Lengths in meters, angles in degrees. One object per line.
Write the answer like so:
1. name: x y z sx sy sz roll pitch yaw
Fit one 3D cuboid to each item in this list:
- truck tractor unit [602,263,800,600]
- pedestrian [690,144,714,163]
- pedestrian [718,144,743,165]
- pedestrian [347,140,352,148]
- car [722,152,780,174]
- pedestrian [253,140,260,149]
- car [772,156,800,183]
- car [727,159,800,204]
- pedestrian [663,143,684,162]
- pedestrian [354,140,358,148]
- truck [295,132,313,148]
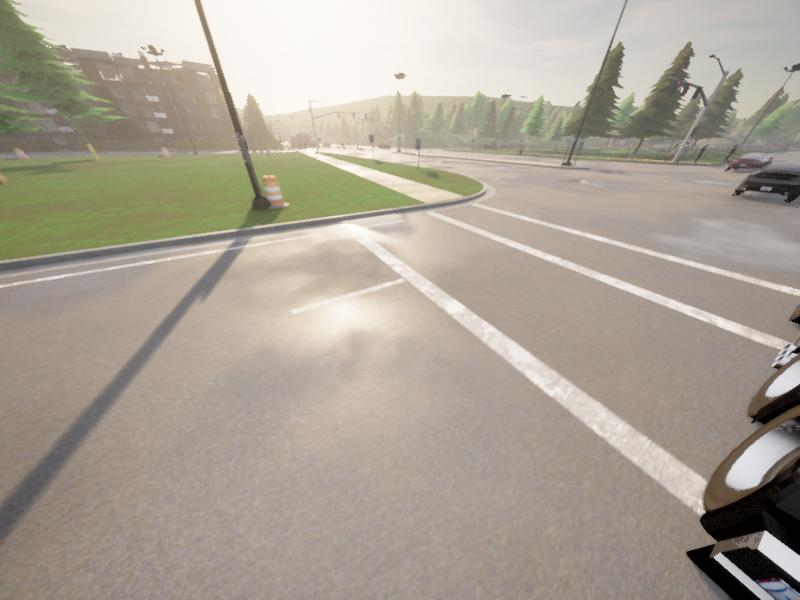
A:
1. truck tractor unit: 5.106 -0.305 0.783 6.516 4.208 3.053 -18 39 -24
2. pedestrian: 35.077 -17.054 26.878 0.751 1.860 0.751 -15 38 -21
3. pedestrian: 36.451 -16.074 25.492 0.751 1.860 0.751 -22 41 -29
4. pedestrian: -14.800 -45.810 67.807 0.751 1.860 0.751 -23 41 -30
5. car: 31.936 -12.526 21.015 4.674 1.442 1.812 -18 39 -24
6. pedestrian: -35.465 -38.492 57.114 0.751 1.860 0.751 -18 39 -25
7. car: 28.774 -9.154 16.208 4.181 1.385 1.994 -18 39 -24
8. car: 18.902 -5.988 11.462 4.892 1.490 1.837 -18 39 -25
9. pedestrian: 33.876 -18.276 28.626 0.751 1.860 0.751 -8 36 -12
10. pedestrian: -13.101 -46.849 69.314 0.751 1.860 0.751 -28 44 -35
11. truck: -29.978 -49.719 71.891 2.891 3.827 8.468 -18 39 -25
